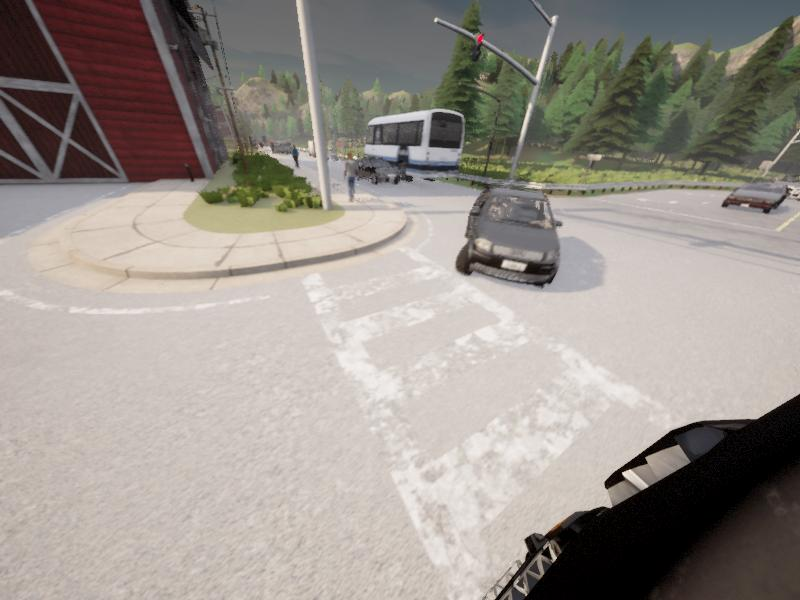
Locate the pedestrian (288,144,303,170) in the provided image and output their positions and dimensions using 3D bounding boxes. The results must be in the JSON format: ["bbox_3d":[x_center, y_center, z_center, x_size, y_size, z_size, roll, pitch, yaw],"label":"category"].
[{"bbox_3d":[-9.013,-12.389,20.006,0.751,1.860,0.751,-16,38,-26],"label":"pedestrian"}]

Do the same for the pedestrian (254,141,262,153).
[{"bbox_3d":[-26.281,-28.391,42.795,0.751,1.860,0.751,-23,41,-34],"label":"pedestrian"}]

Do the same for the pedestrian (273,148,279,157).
[{"bbox_3d":[-18.715,-22.288,34.870,0.500,1.100,0.500,-7,35,-15],"label":"pedestrian"}]

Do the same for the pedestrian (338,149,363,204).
[{"bbox_3d":[-1.992,-4.964,9.352,0.751,1.860,0.751,-8,35,-16],"label":"pedestrian"}]

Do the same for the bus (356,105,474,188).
[{"bbox_3d":[0.346,-12.291,18.749,3.944,4.253,10.273,-16,38,-26],"label":"bus"}]

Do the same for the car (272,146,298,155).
[{"bbox_3d":[-22.366,-29.107,44.952,4.181,1.385,1.994,14,35,16],"label":"car"}]

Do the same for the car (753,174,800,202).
[{"bbox_3d":[32.391,-9.415,19.237,4.611,1.667,2.242,-16,38,-26],"label":"car"}]

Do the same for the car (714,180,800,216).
[{"bbox_3d":[21.633,-6.273,13.894,5.357,1.411,2.033,-16,38,-26],"label":"car"}]

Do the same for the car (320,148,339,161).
[{"bbox_3d":[-11.099,-22.911,36.344,1.845,1.501,3.633,-15,38,-25],"label":"car"}]

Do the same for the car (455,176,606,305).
[{"bbox_3d":[2.484,-1.716,5.357,1.789,1.549,3.705,13,35,10],"label":"car"}]

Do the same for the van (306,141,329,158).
[{"bbox_3d":[-15.092,-27.430,42.037,2.351,2.431,6.366,-15,38,-25],"label":"van"}]

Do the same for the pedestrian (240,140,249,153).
[{"bbox_3d":[-27.705,-27.425,41.225,0.751,1.860,0.751,-14,37,-24],"label":"pedestrian"}]

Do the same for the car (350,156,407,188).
[{"bbox_3d":[-1.677,-9.177,16.372,2.128,1.511,4.902,-15,38,-25],"label":"car"}]

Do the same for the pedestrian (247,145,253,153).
[{"bbox_3d":[-27.546,-27.749,42.415,0.500,1.100,0.500,22,38,27],"label":"pedestrian"}]

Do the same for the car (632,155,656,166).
[{"bbox_3d":[63.226,-36.337,59.944,3.866,1.878,1.905,30,42,28],"label":"car"}]

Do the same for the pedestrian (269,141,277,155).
[{"bbox_3d":[-21.728,-25.931,39.441,0.751,1.860,0.751,-11,36,-19],"label":"pedestrian"}]
